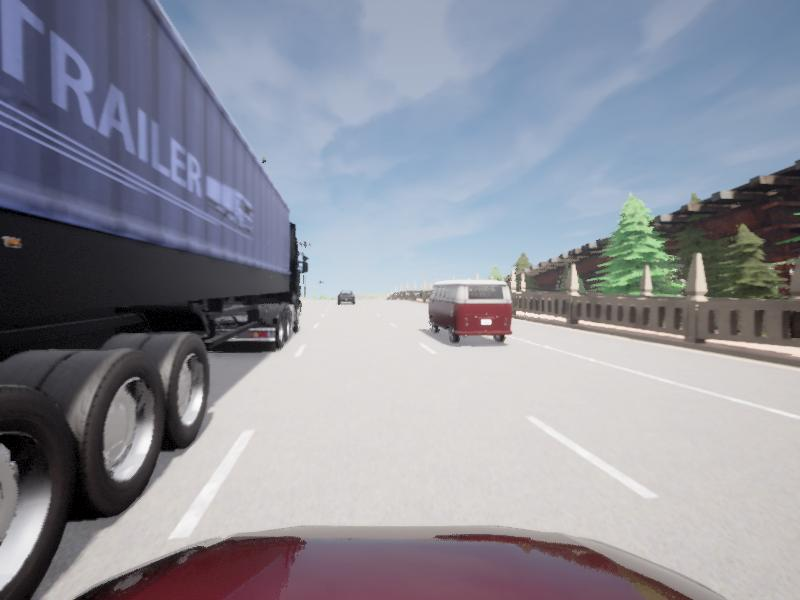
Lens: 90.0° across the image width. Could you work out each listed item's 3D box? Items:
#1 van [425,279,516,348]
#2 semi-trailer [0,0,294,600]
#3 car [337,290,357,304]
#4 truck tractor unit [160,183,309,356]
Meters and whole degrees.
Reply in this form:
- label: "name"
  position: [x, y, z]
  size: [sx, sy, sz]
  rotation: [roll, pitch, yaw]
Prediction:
- label: "van"
  position: [2.187, 0.317, 13.778]
  size: [1.775, 1.987, 4.442]
  rotation: [0, 2, -8]
- label: "semi-trailer"
  position: [-3.637, -0.708, 5.358]
  size: [2.717, 4.402, 14.254]
  rotation: [0, 1, -8]
- label: "car"
  position: [-6.097, -0.341, 45.550]
  size: [2.128, 1.511, 4.902]
  rotation: [0, 2, -8]
- label: "truck tractor unit"
  position: [-4.796, -0.817, 13.185]
  size: [3.053, 4.208, 6.516]
  rotation: [0, 2, -9]
